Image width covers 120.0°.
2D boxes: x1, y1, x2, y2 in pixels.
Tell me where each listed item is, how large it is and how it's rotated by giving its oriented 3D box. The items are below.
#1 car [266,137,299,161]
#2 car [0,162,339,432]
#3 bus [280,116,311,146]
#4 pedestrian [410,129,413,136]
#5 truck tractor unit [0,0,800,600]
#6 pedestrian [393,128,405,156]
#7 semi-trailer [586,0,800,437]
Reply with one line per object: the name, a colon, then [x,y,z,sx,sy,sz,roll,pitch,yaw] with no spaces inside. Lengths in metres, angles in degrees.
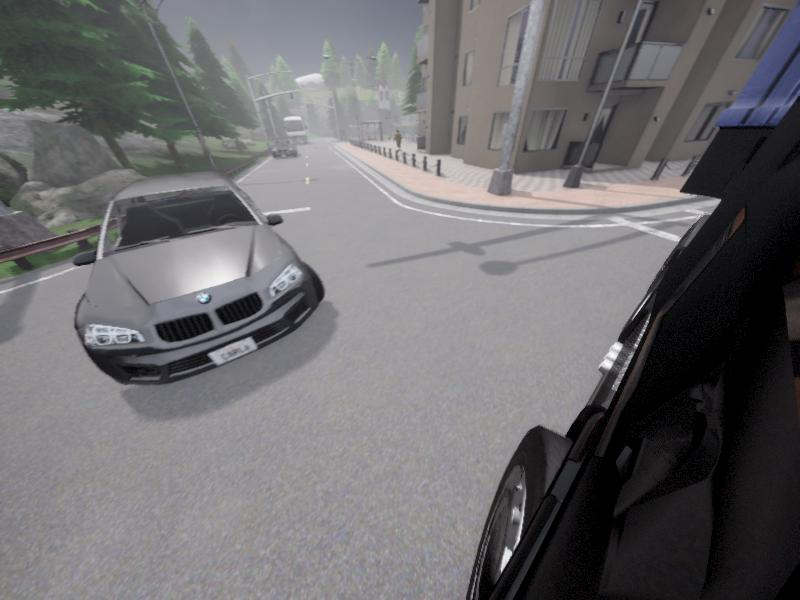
car: [-11.776,-15.458,23.470,2.242,1.667,4.611,-12,38,-12]
car: [-3.115,-0.941,3.678,2.242,1.667,4.611,-25,42,-26]
bus: [-20.402,-33.362,45.589,3.944,4.253,10.273,-14,39,-14]
pedestrian: [2.826,-40.585,55.977,0.751,1.300,0.751,3,37,7]
truck tractor unit: [2.645,-0.295,0.351,6.516,4.208,3.053,-28,44,-30]
pedestrian: [-0.109,-13.327,19.486,0.751,1.860,0.751,-13,38,-13]
semi-trailer: [9.570,-2.792,3.103,14.254,4.402,2.717,-17,39,-18]
